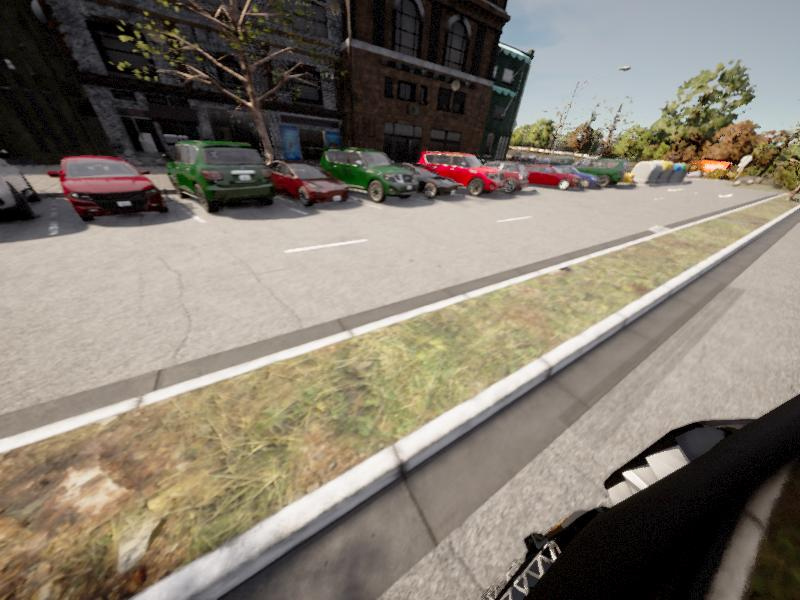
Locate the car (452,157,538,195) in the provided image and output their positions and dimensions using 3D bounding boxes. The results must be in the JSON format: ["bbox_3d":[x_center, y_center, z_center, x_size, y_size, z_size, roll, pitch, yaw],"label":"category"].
[{"bbox_3d":[6.122,-8.329,15.339,4.553,1.767,2.185,26,40,32],"label":"car"}]

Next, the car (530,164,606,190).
[{"bbox_3d":[13.942,-10.409,19.379,4.674,1.452,2.002,26,39,32],"label":"car"}]

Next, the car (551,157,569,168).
[{"bbox_3d":[36.796,-31.627,53.161,2.185,1.767,4.553,28,39,31],"label":"car"}]

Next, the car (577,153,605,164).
[{"bbox_3d":[44.132,-32.830,53.418,2.007,1.525,4.514,-14,41,-26],"label":"car"}]

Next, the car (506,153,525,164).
[{"bbox_3d":[30.919,-37.779,61.746,2.435,2.045,5.566,28,38,31],"label":"car"}]

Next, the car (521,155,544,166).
[{"bbox_3d":[24.320,-25.530,42.299,2.231,1.521,4.892,27,40,32],"label":"car"}]

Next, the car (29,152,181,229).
[{"bbox_3d":[-9.519,-3.825,7.555,5.008,1.535,2.097,26,39,32],"label":"car"}]

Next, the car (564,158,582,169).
[{"bbox_3d":[38.276,-30.114,50.997,2.185,1.767,4.553,28,39,31],"label":"car"}]

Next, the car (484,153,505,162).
[{"bbox_3d":[19.999,-29.968,48.650,2.231,1.521,4.892,27,40,32],"label":"car"}]

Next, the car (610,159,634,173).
[{"bbox_3d":[42.693,-25.688,44.444,2.435,2.045,5.566,28,38,31],"label":"car"}]

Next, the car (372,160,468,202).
[{"bbox_3d":[0.910,-6.735,12.809,4.792,1.488,2.163,26,39,32],"label":"car"}]

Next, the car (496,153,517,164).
[{"bbox_3d":[21.554,-28.568,46.659,1.946,1.575,5.366,27,40,32],"label":"car"}]

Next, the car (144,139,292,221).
[{"bbox_3d":[-6.933,-4.778,8.740,5.566,2.045,2.435,26,40,32],"label":"car"}]

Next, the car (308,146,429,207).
[{"bbox_3d":[-1.680,-6.235,11.345,5.566,2.045,2.435,26,39,32],"label":"car"}]

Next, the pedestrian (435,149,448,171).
[{"bbox_3d":[4.207,-14.248,23.566,0.751,1.860,0.751,-17,38,-30],"label":"pedestrian"}]

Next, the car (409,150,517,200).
[{"bbox_3d":[3.526,-7.707,13.971,5.566,2.045,2.435,26,39,32],"label":"car"}]

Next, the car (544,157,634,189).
[{"bbox_3d":[16.545,-11.401,20.536,5.566,2.045,2.435,26,40,32],"label":"car"}]

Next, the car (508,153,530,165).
[{"bbox_3d":[22.867,-27.106,44.331,2.185,1.767,4.553,27,40,32],"label":"car"}]

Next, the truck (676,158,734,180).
[{"bbox_3d":[53.112,-22.927,40.391,2.627,2.467,5.204,-14,40,-26],"label":"truck"}]

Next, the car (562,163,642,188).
[{"bbox_3d":[19.041,-12.002,22.062,5.366,1.575,1.946,26,40,32],"label":"car"}]

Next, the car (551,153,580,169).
[{"bbox_3d":[27.211,-22.769,37.907,2.435,2.045,5.566,28,40,31],"label":"car"}]

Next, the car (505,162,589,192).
[{"bbox_3d":[11.318,-9.706,18.048,5.008,1.535,2.097,26,39,32],"label":"car"}]

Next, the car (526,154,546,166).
[{"bbox_3d":[33.828,-34.733,57.379,2.435,2.045,5.566,28,39,31],"label":"car"}]

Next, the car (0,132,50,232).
[{"bbox_3d":[-12.133,-3.305,6.114,5.566,2.045,2.435,26,40,32],"label":"car"}]

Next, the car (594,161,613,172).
[{"bbox_3d":[41.195,-26.975,46.722,2.231,1.521,4.892,28,39,31],"label":"car"}]

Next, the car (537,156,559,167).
[{"bbox_3d":[25.763,-24.019,40.206,2.002,1.452,4.674,28,40,31],"label":"car"}]

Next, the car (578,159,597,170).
[{"bbox_3d":[39.705,-28.582,48.795,2.185,1.767,4.553,28,38,31],"label":"car"}]

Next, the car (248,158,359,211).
[{"bbox_3d":[-4.293,-5.261,10.181,4.792,1.488,2.163,26,39,32],"label":"car"}]
